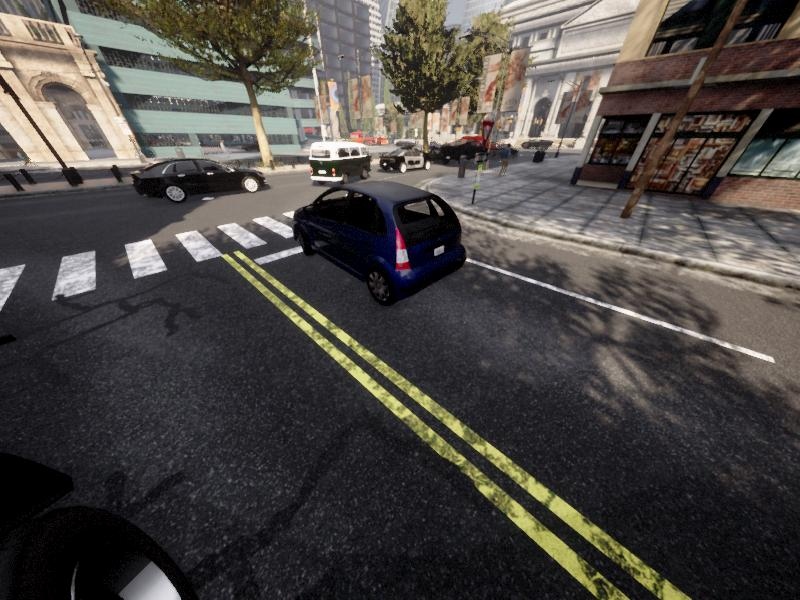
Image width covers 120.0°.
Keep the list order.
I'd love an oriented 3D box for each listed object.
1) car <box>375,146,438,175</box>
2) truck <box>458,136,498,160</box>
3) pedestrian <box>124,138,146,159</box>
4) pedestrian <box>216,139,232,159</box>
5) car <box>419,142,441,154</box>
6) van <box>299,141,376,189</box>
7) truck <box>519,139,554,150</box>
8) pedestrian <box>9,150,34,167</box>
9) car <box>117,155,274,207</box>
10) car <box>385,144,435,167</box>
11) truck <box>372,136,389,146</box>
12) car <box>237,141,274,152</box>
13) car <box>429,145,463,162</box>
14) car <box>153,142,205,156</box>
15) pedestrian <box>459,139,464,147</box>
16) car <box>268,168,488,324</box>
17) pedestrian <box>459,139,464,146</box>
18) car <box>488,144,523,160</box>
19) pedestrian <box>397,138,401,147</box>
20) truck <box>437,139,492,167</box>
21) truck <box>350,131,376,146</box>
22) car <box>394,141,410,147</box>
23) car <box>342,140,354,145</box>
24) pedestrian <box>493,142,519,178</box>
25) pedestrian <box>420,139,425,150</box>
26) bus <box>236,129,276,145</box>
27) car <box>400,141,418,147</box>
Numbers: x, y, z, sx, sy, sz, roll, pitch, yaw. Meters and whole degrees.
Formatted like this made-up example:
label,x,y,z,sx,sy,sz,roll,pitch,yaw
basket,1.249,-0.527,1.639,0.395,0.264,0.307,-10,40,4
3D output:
label,x,y,z,sx,sy,sz,roll,pitch,yaw
car,0.648,-11.366,18.635,1.930,1.638,5.238,29,44,34
truck,10.481,-20.619,31.147,2.627,2.467,5.204,29,45,34
pedestrian,-29.121,-16.634,25.403,0.751,1.860,0.751,28,43,33
pedestrian,-20.170,-17.335,26.463,0.751,1.860,0.751,-27,44,-33
car,5.288,-26.700,40.513,1.789,1.549,3.705,29,44,34
van,-3.351,-8.067,13.574,2.069,2.038,4.480,11,37,15
truck,31.546,-36.035,53.480,6.274,2.098,2.390,29,44,34
pedestrian,-30.665,-11.482,18.737,0.500,1.100,0.500,-26,43,-33
car,-8.791,-5.563,10.455,1.837,1.490,4.892,29,44,34
car,1.081,-14.570,23.187,1.930,1.638,5.238,29,44,34
truck,-6.370,-51.415,74.725,5.204,2.467,2.627,29,44,34
car,-25.808,-27.618,41.426,2.128,1.511,4.902,28,44,34
car,5.404,-17.132,26.998,1.970,1.475,3.806,29,44,34
car,-30.739,-21.113,32.224,2.161,1.482,4.786,28,44,34
pedestrian,17.091,-43.803,64.576,0.751,1.860,0.751,26,43,32
car,-0.708,-1.506,4.654,1.851,1.617,3.988,-29,45,-35
pedestrian,18.488,-47.393,69.418,0.751,1.860,0.751,-25,43,-32
car,13.810,-19.322,30.140,2.128,1.511,4.902,29,44,34
pedestrian,-0.181,-39.539,58.133,0.751,1.860,0.751,12,37,16
truck,6.740,-15.259,23.810,2.390,2.098,6.274,29,44,34
truck,-11.929,-51.983,74.312,8.468,3.827,2.891,23,41,29
car,0.572,-44.429,65.795,4.181,1.385,1.994,29,44,34
car,-18.157,-55.257,80.881,3.633,1.501,1.845,13,37,18
pedestrian,6.562,-8.690,14.381,0.751,1.860,0.751,-27,43,-33
pedestrian,4.703,-32.328,47.929,0.751,1.860,0.751,23,41,29
bus,-47.154,-53.818,76.292,10.273,4.253,3.944,-15,38,-20
car,2.519,-46.140,68.224,5.357,1.411,2.033,29,44,34
